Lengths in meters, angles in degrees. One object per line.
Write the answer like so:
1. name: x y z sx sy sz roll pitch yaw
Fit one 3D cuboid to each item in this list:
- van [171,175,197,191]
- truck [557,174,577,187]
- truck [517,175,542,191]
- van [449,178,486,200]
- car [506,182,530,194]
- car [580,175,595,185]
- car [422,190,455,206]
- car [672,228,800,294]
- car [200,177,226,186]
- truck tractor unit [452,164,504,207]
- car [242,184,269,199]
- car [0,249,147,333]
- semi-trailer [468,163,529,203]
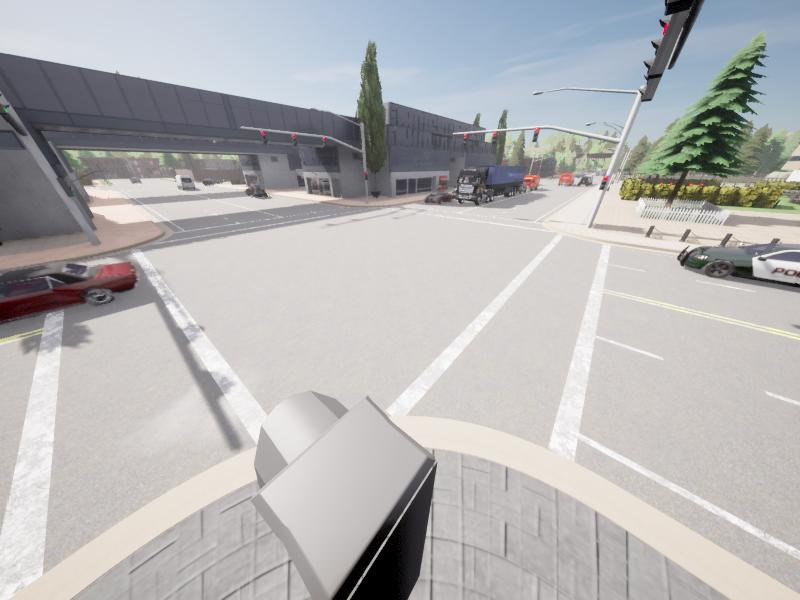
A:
1. van: -43.093 -23.471 46.120 5.915 2.561 1.988 23 37 34
2. truck: 40.126 -28.889 55.574 2.627 2.467 5.204 23 37 34
3. truck: 25.332 -22.807 45.039 2.627 2.467 5.204 23 37 34
4. van: 10.010 -16.388 33.962 2.351 2.431 6.366 23 37 34
5. car: 20.642 -19.670 40.415 2.242 1.667 4.611 23 37 34
6. car: 47.949 -30.647 59.042 2.150 2.045 5.566 23 37 34
7. car: 4.865 -12.869 28.927 1.994 1.385 4.181 23 37 34
8. car: 14.717 -1.456 8.997 4.974 1.542 2.038 23 37 34
9. car: -46.367 -29.498 57.457 1.930 1.638 5.238 2 30 5
10. truck tractor unit: 9.598 -14.189 28.367 3.053 4.208 6.516 23 37 34
11. car: -21.638 -16.278 34.594 3.988 1.617 1.851 23 37 34
12. car: -11.397 -0.202 7.059 1.895 1.301 4.718 26 39 37
13. semi-trailer: 14.679 -17.310 33.569 2.717 4.402 14.254 23 37 34
